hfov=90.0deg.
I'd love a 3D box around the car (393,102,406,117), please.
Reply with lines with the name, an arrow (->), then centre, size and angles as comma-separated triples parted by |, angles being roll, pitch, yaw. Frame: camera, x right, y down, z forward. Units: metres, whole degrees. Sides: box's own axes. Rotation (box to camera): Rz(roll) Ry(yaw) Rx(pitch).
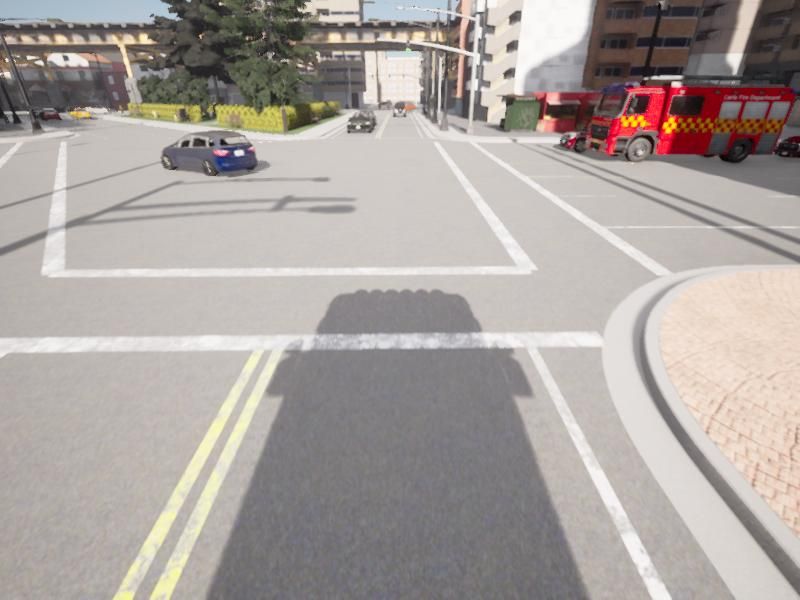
car -> -0.033, -28.382, 59.631 | 1.905, 1.878, 3.866 | 0, 27, 0

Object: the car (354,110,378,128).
car -> -3.522, -19.179, 42.260 | 2.163, 1.488, 4.792 | 0, 27, 0

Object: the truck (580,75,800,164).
truck -> 14.376, -9.175, 20.339 | 8.468, 3.827, 2.891 | 0, 27, -1

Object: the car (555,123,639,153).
car -> 11.670, -9.731, 23.947 | 3.806, 1.475, 1.970 | 0, 27, 0

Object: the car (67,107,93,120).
car -> -46.618, -27.196, 58.234 | 5.366, 1.575, 1.801 | 24, 36, 39

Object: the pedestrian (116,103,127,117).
pedestrian -> -42.763, -29.248, 61.490 | 0.751, 1.860, 0.751 | 23, 35, 37

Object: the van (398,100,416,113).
van -> 1.301, -35.049, 72.447 | 1.775, 1.987, 4.442 | 11, 29, 21

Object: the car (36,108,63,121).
car -> -49.291, -26.100, 56.253 | 3.806, 1.475, 1.970 | 24, 36, 39

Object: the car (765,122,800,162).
car -> 22.517, -8.249, 20.869 | 4.553, 1.767, 2.097 | 0, 27, -1

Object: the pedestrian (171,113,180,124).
pedestrian -> -25.064, -20.281, 44.698 | 0.500, 1.100, 0.500 | -22, 34, -36

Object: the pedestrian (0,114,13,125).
pedestrian -> -44.267, -20.332, 44.999 | 0.500, 1.100, 0.500 | -1, 27, -1

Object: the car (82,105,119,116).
car -> -55.512, -35.245, 74.218 | 5.027, 1.651, 2.152 | -14, 30, -25

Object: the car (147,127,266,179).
car -> -8.526, -6.587, 17.679 | 4.611, 1.667, 2.242 | 16, 31, 28

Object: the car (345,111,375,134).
car -> -3.528, -16.065, 36.064 | 2.152, 1.651, 5.027 | 0, 27, 0
